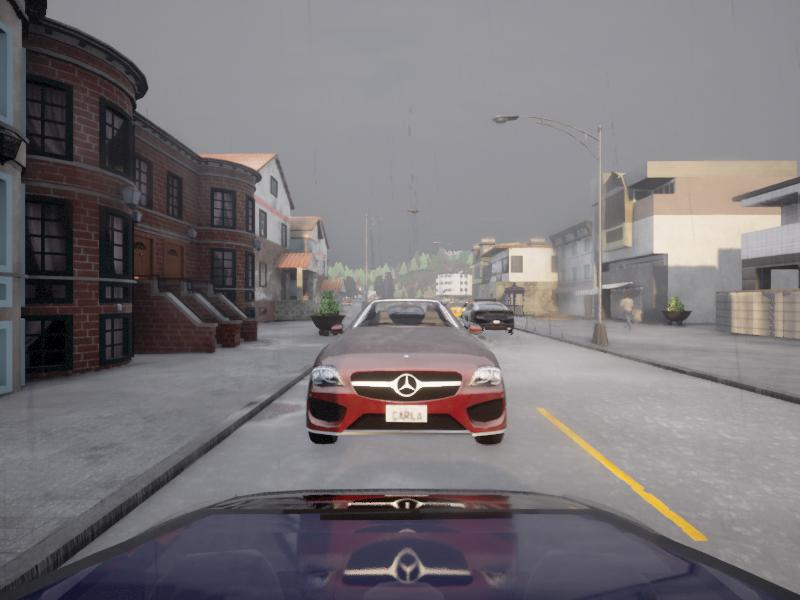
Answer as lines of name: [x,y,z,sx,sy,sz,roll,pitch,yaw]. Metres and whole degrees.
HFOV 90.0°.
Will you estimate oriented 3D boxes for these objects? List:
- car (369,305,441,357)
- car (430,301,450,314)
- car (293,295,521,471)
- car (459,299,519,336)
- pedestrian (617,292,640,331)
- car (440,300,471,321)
car: [0.183,0.894,14.006,2.033,1.411,5.357,0,0,1]
car: [4.584,0.829,46.544,2.007,1.525,4.514,0,0,1]
car: [0.089,0.781,6.286,2.152,1.651,5.027,0,0,1]
car: [4.260,0.771,20.099,1.930,1.638,5.238,0,0,1]
pedestrian: [11.081,0.547,19.450,0.751,1.860,0.751,0,0,9]
car: [4.413,0.801,32.493,1.801,1.575,5.366,0,0,1]
